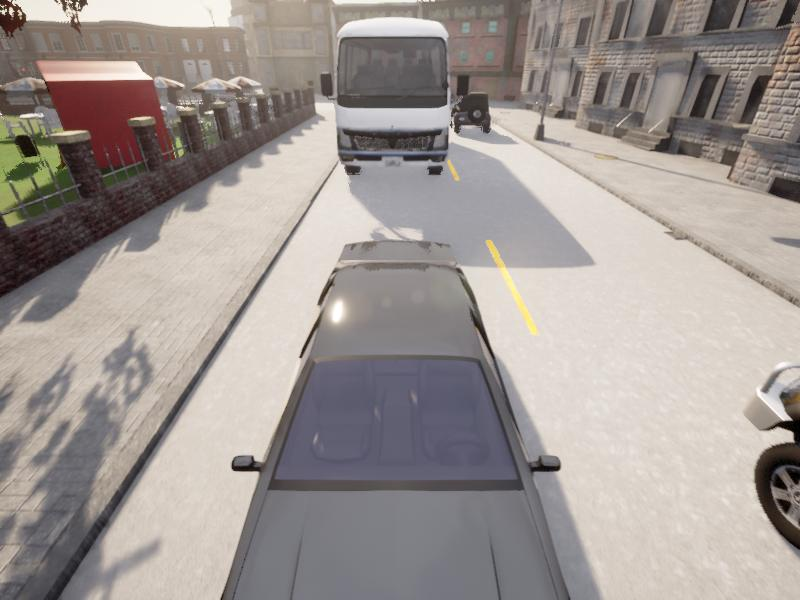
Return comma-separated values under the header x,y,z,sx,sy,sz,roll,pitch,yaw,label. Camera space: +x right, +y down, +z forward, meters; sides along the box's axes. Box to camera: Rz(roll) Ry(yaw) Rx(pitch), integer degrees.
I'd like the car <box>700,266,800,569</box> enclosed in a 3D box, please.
x,y,z,sx,sy,sz,roll,pitch,yaw,label
3.753,1.696,1.249,1.932,1.855,4.605,0,31,0,car

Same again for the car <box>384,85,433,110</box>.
x,y,z,sx,sy,sz,roll,pitch,yaw,label
0.654,-16.845,33.250,1.851,1.617,3.988,-23,37,-34,car

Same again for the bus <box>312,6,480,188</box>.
x,y,z,sx,sy,sz,roll,pitch,yaw,label
0.010,-7.672,14.926,3.944,4.253,10.273,1,30,1,bus

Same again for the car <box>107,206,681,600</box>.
x,y,z,sx,sy,sz,roll,pitch,yaw,label
-0.026,0.692,3.452,2.033,1.411,5.357,0,30,0,car

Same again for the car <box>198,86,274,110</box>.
x,y,z,sx,sy,sz,roll,pitch,yaw,label
-13.307,-16.578,32.748,5.238,1.638,1.930,0,30,0,car

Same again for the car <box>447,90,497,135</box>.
x,y,z,sx,sy,sz,roll,pitch,yaw,label
3.738,-10.161,21.527,1.905,1.878,3.866,0,30,0,car

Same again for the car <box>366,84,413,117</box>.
x,y,z,sx,sy,sz,roll,pitch,yaw,label
-0.798,-14.337,28.675,1.905,1.878,3.866,-12,32,-22,car
